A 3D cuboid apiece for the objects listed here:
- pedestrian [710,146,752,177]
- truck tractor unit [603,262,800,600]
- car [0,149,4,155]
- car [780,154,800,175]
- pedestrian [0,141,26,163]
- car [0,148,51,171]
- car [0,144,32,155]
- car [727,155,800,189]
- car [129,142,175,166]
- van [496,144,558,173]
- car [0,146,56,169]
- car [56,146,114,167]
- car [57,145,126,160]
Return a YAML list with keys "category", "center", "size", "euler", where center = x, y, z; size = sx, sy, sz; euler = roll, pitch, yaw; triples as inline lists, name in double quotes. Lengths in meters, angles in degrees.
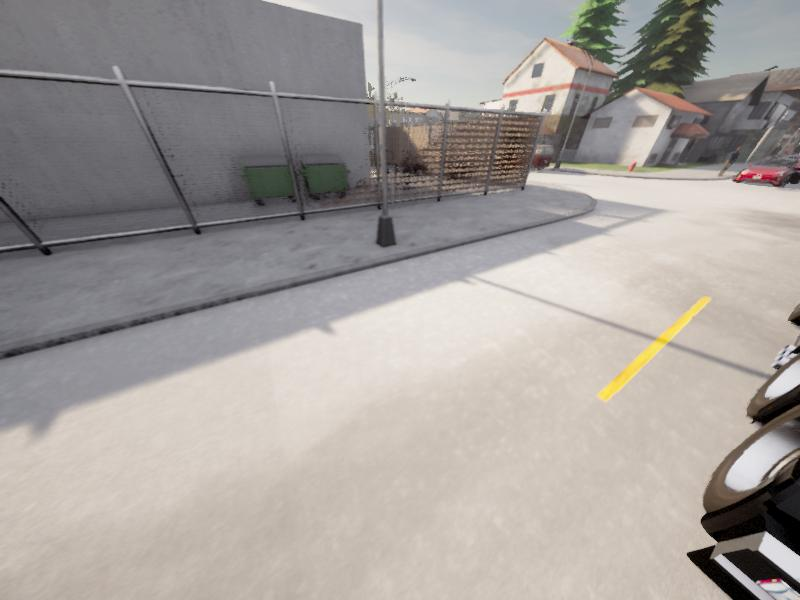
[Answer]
- category: "pedestrian"
  center: [23.725, -9.928, 16.602]
  size: [0.751, 1.860, 0.751]
  euler: [19, 39, 25]
- category: "truck tractor unit"
  center: [5.104, -0.308, 0.787]
  size: [6.516, 4.208, 3.053]
  euler: [-18, 39, -24]
- category: "car"
  center: [-73.437, -26.253, 40.365]
  size: [2.152, 1.651, 5.027]
  euler: [-18, 39, -24]
- category: "car"
  center: [35.564, -11.779, 20.009]
  size: [4.181, 1.385, 1.994]
  euler: [-19, 39, -25]
- category: "pedestrian"
  center: [-39.000, -14.757, 23.050]
  size: [0.751, 1.860, 0.751]
  euler: [-17, 39, -24]
- category: "car"
  center: [-33.687, -12.166, 19.864]
  size: [2.033, 1.415, 5.357]
  euler: [-18, 39, -25]
- category: "car"
  center: [-69.275, -26.723, 41.013]
  size: [2.033, 1.411, 5.357]
  euler: [-18, 39, -24]
- category: "car"
  center: [23.794, -8.173, 14.597]
  size: [4.514, 1.525, 2.007]
  euler: [-13, 37, -19]
- category: "car"
  center: [-24.955, -14.880, 23.427]
  size: [1.905, 1.878, 3.866]
  euler: [-18, 39, -25]
- category: "van"
  center: [11.381, -13.063, 21.123]
  size: [1.775, 1.987, 4.442]
  euler: [-19, 39, -25]
- category: "car"
  center: [-33.410, -12.210, 19.804]
  size: [3.705, 1.547, 1.789]
  euler: [-18, 39, -25]
- category: "car"
  center: [-29.847, -13.748, 22.060]
  size: [1.845, 1.501, 3.633]
  euler: [-18, 39, -25]
- category: "car"
  center: [-40.398, -19.557, 30.466]
  size: [4.902, 1.511, 2.128]
  euler: [-19, 39, -25]
